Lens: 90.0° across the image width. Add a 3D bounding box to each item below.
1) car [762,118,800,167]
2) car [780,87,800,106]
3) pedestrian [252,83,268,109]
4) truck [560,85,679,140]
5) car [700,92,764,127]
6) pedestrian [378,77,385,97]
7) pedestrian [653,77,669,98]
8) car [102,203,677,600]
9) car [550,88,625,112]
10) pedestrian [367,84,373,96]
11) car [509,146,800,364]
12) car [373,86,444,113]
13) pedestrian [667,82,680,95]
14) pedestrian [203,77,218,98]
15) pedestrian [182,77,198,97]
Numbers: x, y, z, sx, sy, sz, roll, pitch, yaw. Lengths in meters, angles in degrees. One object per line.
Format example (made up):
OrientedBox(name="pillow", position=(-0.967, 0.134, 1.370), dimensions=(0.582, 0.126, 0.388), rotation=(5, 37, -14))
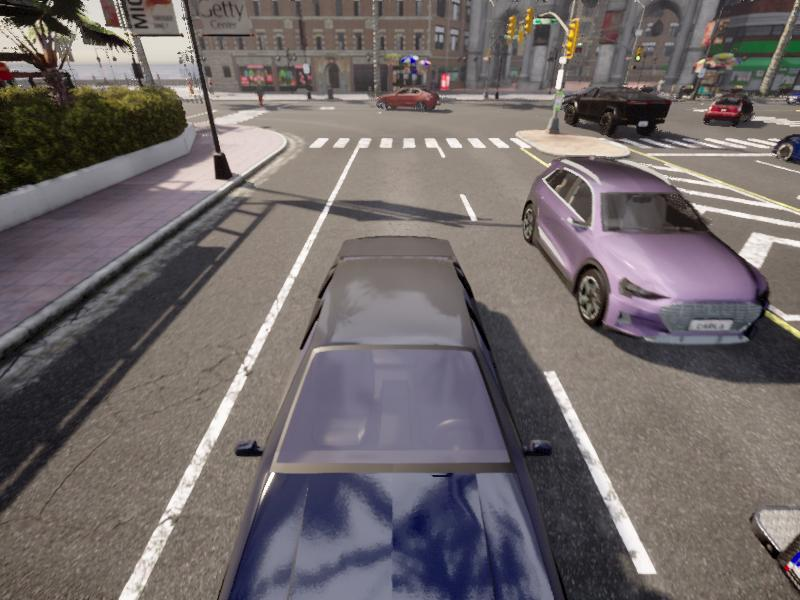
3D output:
OrientedBox(name="car", position=(14.956, -5.044, 13.283), dimensions=(1.994, 1.385, 4.181), rotation=(0, 30, 0))
OrientedBox(name="car", position=(37.426, -18.222, 35.760), dimensions=(4.674, 1.442, 1.812), rotation=(0, 30, 0))
OrientedBox(name="pedestrian", position=(-11.341, -16.571, 32.464), dimensions=(0.751, 1.860, 0.751), rotation=(-2, 30, -3))
OrientedBox(name="truck", position=(11.121, -10.054, 21.128), dimensions=(2.390, 2.098, 6.274), rotation=(-2, 30, -3))
OrientedBox(name="car", position=(20.195, -11.641, 24.336), dimensions=(3.988, 1.617, 1.851), rotation=(-25, 38, -36))
OrientedBox(name="pedestrian", position=(-1.977, -22.960, 43.096), dimensions=(0.751, 1.860, 0.751), rotation=(0, 30, 0))
OrientedBox(name="pedestrian", position=(27.537, -22.458, 42.244), dimensions=(0.751, 1.860, 0.751), rotation=(24, 38, 34))
OrientedBox(name="car", position=(-0.042, 0.632, 3.543), dimensions=(2.033, 1.411, 5.357), rotation=(0, 30, 0))
OrientedBox(name="car", position=(14.823, -15.939, 31.784), dimensions=(4.902, 1.511, 2.128), rotation=(-8, 31, -13))
OrientedBox(name="pedestrian", position=(-3.341, -23.522, 44.811), dimensions=(0.500, 1.100, 0.500), rotation=(6, 31, 11))
OrientedBox(name="car", position=(3.454, -1.177, 6.406), dimensions=(2.033, 1.649, 4.856), rotation=(0, 30, 0))
OrientedBox(name="car", position=(0.652, -15.825, 31.476), dimensions=(5.027, 1.651, 2.152), rotation=(14, 33, 22))
OrientedBox(name="pedestrian", position=(31.249, -24.175, 45.752), dimensions=(0.751, 1.300, 0.751), rotation=(-26, 39, -37))
OrientedBox(name="pedestrian", position=(-19.857, -22.316, 41.992), dimensions=(0.751, 1.860, 0.751), rotation=(7, 31, 12))
OrientedBox(name="pedestrian", position=(-22.145, -22.462, 42.240), dimensions=(0.751, 1.860, 0.751), rotation=(9, 31, 15))
